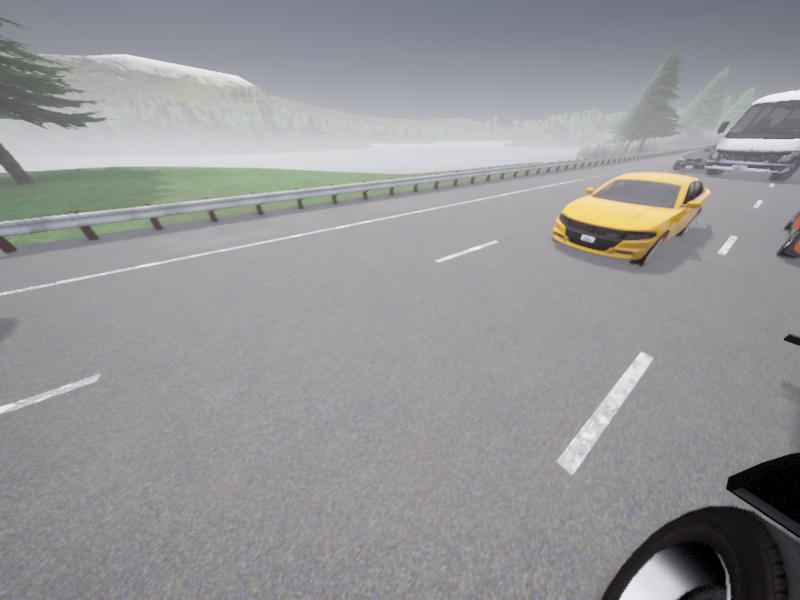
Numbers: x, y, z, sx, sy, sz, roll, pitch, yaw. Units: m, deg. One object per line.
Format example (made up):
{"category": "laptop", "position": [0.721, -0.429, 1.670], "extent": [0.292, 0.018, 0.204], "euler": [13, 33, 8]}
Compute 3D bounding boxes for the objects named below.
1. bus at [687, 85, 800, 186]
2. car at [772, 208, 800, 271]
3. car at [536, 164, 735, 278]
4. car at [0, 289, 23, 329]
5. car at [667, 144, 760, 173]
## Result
{"category": "bus", "position": [24.562, -9.923, 14.053], "extent": [10.273, 4.253, 3.944], "euler": [-12, 37, -16]}
{"category": "car", "position": [10.317, -1.736, 4.714], "extent": [4.553, 1.767, 2.097], "euler": [-22, 41, -28]}
{"category": "car", "position": [5.956, -2.324, 5.807], "extent": [5.008, 1.535, 1.882], "euler": [-22, 41, -28]}
{"category": "car", "position": [-7.870, 0.797, 1.474], "extent": [5.366, 1.575, 1.801], "euler": [-22, 41, -28]}
{"category": "car", "position": [22.867, -10.391, 16.941], "extent": [4.611, 1.667, 2.242], "euler": [-11, 35, -17]}
